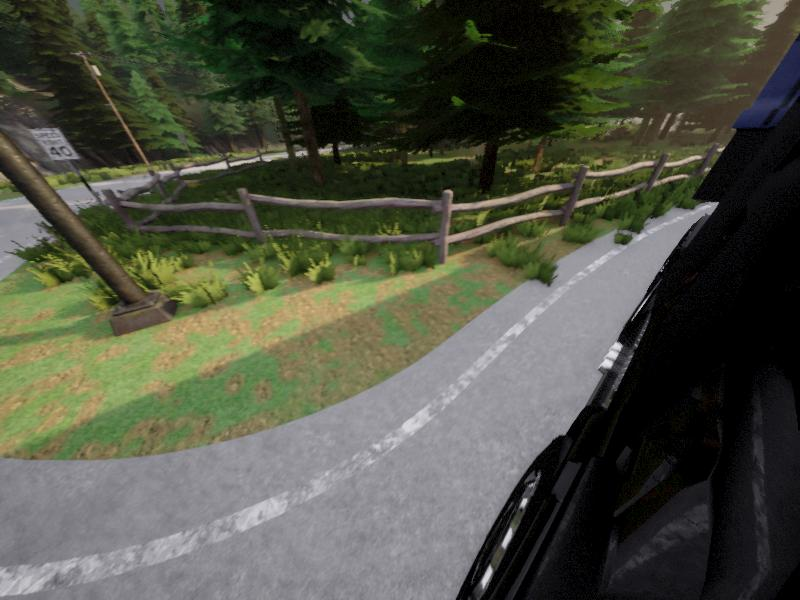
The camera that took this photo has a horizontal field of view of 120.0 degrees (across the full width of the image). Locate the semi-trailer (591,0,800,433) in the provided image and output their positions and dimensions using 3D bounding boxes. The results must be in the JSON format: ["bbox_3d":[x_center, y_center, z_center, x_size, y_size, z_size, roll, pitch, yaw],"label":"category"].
[{"bbox_3d":[9.146,-3.247,3.740,14.254,4.402,2.717,-23,41,-24],"label":"semi-trailer"}]

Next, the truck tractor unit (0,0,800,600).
[{"bbox_3d":[2.645,-0.295,0.351,6.516,4.208,3.053,-28,44,-30],"label":"truck tractor unit"}]
